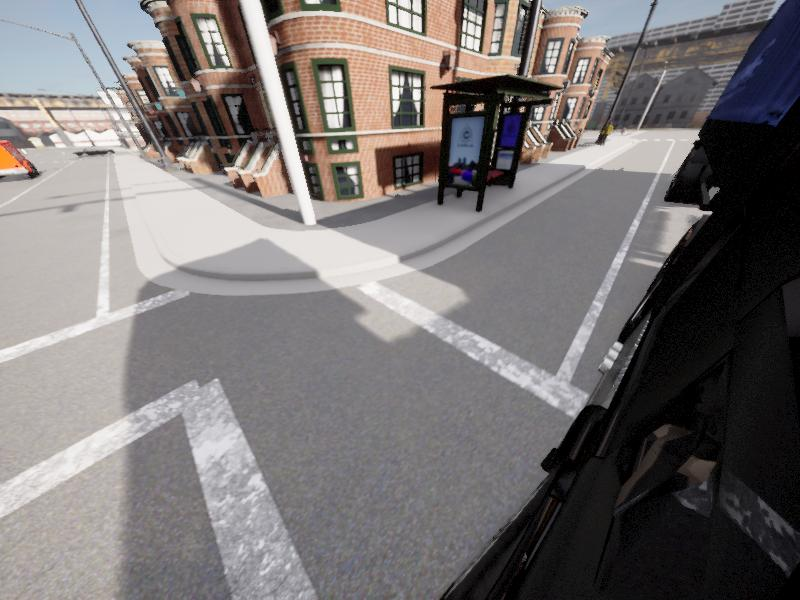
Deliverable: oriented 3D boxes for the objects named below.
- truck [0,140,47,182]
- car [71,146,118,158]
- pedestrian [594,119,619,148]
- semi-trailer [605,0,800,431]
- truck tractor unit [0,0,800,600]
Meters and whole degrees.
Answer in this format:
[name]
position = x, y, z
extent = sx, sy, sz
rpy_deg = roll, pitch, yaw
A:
[truck]
position = -31.177, -10.899, 18.024
extent = 5.204, 2.467, 2.627
rpy_deg = 29, 47, 35
[car]
position = -51.121, -24.855, 38.833
extent = 1.895, 1.301, 4.718
rpy_deg = 29, 47, 35
[pedestrian]
position = 17.026, -13.709, 19.058
extent = 0.751, 1.860, 0.751
rpy_deg = -30, 45, -31
[semi-trailer]
position = 8.314, -3.839, 4.576
extent = 2.717, 4.402, 14.254
rpy_deg = 29, 47, 35
[truck tractor unit]
position = 2.645, -0.295, 0.351
extent = 6.516, 4.208, 3.053
rpy_deg = -28, 44, -30
